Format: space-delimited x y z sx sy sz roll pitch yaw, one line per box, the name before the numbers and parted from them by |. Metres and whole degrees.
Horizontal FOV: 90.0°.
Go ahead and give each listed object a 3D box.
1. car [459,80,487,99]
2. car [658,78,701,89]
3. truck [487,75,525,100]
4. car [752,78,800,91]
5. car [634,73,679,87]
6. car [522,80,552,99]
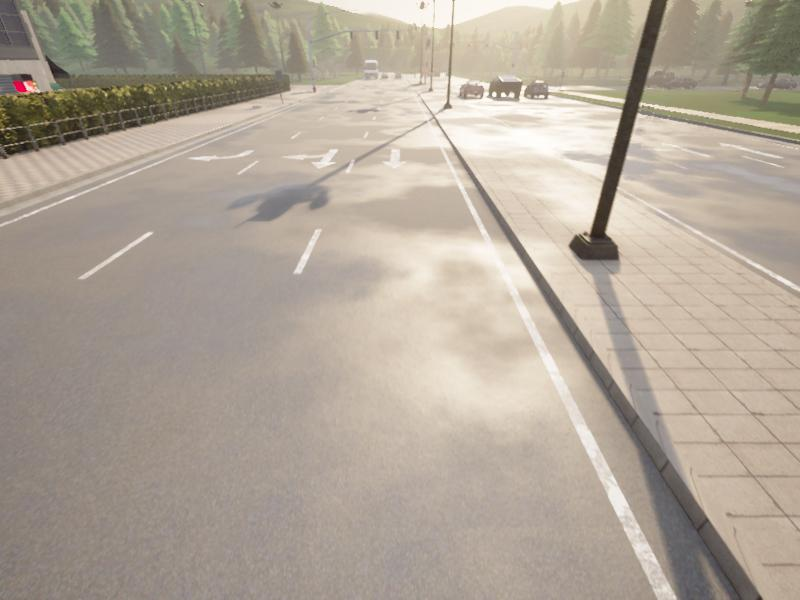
car | 7.938 -23.292 44.170 2.152 1.651 5.027 0 30 0
car | 42.192 -32.770 60.499 4.892 1.490 1.837 0 30 0
truck | 11.442 -23.305 43.723 2.390 2.098 6.274 0 30 0
car | 54.200 -30.929 57.424 4.902 1.511 2.128 0 30 0
car | 42.535 -36.537 66.402 5.566 2.045 2.150 0 30 0
car | 14.943 -23.064 43.800 1.851 1.617 3.988 0 30 0
